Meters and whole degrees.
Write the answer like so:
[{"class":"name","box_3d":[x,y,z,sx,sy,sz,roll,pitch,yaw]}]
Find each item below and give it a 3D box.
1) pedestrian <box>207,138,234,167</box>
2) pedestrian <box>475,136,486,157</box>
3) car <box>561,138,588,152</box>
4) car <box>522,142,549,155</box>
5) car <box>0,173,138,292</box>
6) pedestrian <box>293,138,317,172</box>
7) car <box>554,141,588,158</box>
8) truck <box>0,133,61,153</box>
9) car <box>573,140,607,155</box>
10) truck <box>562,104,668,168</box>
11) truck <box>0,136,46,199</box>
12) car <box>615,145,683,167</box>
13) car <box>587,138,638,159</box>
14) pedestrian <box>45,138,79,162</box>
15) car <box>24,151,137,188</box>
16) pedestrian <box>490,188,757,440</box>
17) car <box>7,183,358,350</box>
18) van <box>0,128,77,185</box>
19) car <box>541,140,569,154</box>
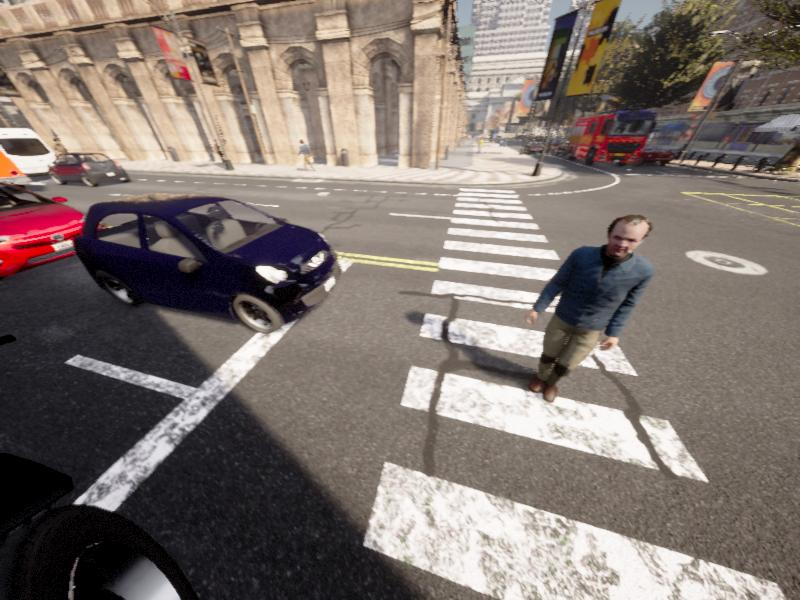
[{"class":"pedestrian","box_3d":[-13.947,-11.492,17.977,0.751,1.860,0.751,15,39,20]},{"class":"pedestrian","box_3d":[8.751,-16.783,25.199,0.751,1.860,0.751,9,37,13]},{"class":"car","box_3d":[26.091,-23.354,34.745,1.851,1.617,3.988,9,37,12]},{"class":"car","box_3d":[17.631,-19.934,30.300,1.895,1.301,4.718,9,37,12]},{"class":"car","box_3d":[-8.843,-1.659,4.882,4.514,1.525,2.007,8,37,12]},{"class":"pedestrian","box_3d":[-6.180,-9.477,15.136,0.751,1.860,0.751,11,37,15]},{"class":"car","box_3d":[20.007,-17.835,27.226,1.970,1.475,3.806,8,37,12]},{"class":"truck","box_3d":[-60.714,-25.596,37.604,2.627,2.467,5.204,9,37,12]},{"class":"car","box_3d":[24.564,-19.912,30.085,1.970,1.475,3.806,9,37,12]},{"class":"truck","box_3d":[18.040,-14.449,20.526,2.891,3.827,8.468,9,37,12]},{"class":"truck","box_3d":[-19.868,-5.818,9.912,5.204,2.467,2.627,9,37,12]},{"class":"car","box_3d":[21.280,-12.571,20.065,1.895,1.301,4.718,9,37,12]},{"class":"car","box_3d":[23.047,-16.688,25.345,2.097,1.767,4.553,9,37,12]},{"class":"pedestrian","box_3d":[-31.131,-13.827,21.317,0.751,1.860,0.751,11,37,15]},{"class":"car","box_3d":[-17.135,-7.138,12.534,3.633,1.501,1.845,9,37,12]},{"class":"pedestrian","box_3d":[1.501,0.181,1.943,0.751,1.860,0.751,-30,45,-35]},{"class":"car","box_3d":[-2.786,-0.759,3.596,3.633,1.501,1.845,8,37,12]},{"class":"van","box_3d":[-23.402,-8.511,13.613,5.915,2.561,1.988,9,37,12]},{"class":"car","box_3d":[21.686,-21.533,32.444,1.994,1.385,4.181,8,37,11]}]
